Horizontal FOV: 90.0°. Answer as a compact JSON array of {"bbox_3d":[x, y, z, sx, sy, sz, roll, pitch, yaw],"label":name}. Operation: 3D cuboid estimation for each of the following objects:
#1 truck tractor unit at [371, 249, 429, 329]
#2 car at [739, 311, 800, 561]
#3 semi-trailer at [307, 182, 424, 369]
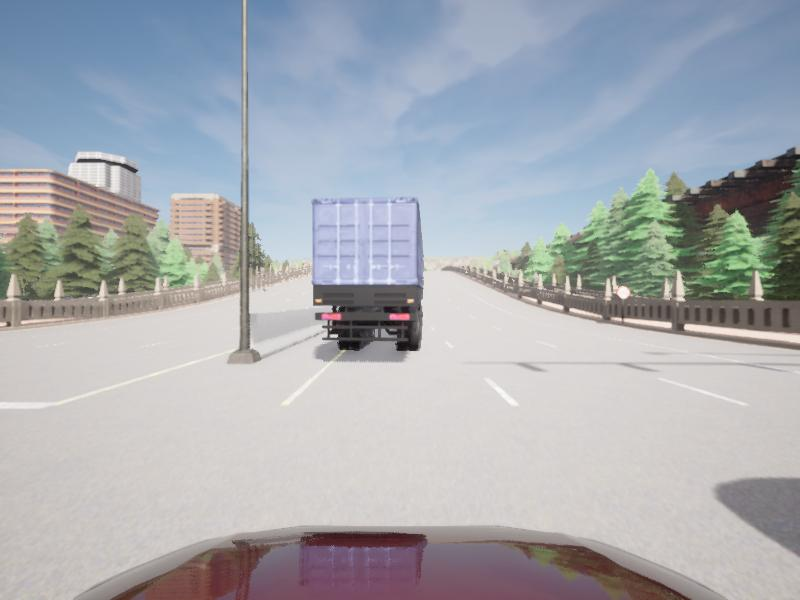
[{"bbox_3d":[0.000,-0.674,24.481,3.053,4.208,6.516,0,2,0],"label":"truck tractor unit"},{"bbox_3d":[3.500,0.837,0.424,2.128,1.511,4.902,0,0,0],"label":"car"},{"bbox_3d":[-0.405,-0.651,16.597,2.717,4.402,14.254,0,1,4],"label":"semi-trailer"}]
